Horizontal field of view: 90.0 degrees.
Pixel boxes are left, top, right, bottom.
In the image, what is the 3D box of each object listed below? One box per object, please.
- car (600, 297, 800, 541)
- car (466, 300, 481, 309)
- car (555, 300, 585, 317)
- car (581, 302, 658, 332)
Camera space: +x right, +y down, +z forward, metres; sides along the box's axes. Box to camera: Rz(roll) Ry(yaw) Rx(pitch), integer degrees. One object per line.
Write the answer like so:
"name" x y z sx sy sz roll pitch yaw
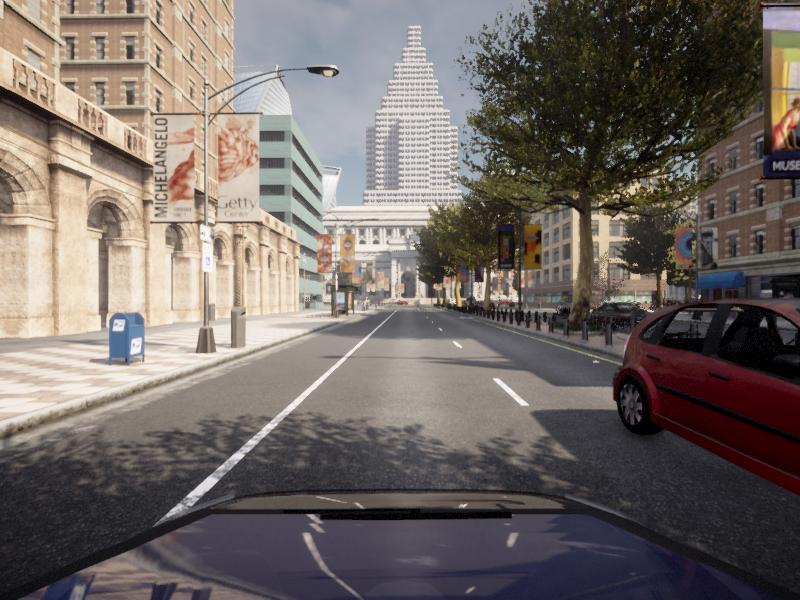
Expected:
"car" 3.587 0.788 3.390 1.851 1.617 3.988 0 0 1
"car" 12.915 0.823 70.753 1.882 1.535 5.008 0 0 1
"car" 16.615 0.825 39.304 2.038 1.542 4.974 0 0 14
"car" 11.973 0.869 22.251 1.812 1.442 4.674 0 0 1
